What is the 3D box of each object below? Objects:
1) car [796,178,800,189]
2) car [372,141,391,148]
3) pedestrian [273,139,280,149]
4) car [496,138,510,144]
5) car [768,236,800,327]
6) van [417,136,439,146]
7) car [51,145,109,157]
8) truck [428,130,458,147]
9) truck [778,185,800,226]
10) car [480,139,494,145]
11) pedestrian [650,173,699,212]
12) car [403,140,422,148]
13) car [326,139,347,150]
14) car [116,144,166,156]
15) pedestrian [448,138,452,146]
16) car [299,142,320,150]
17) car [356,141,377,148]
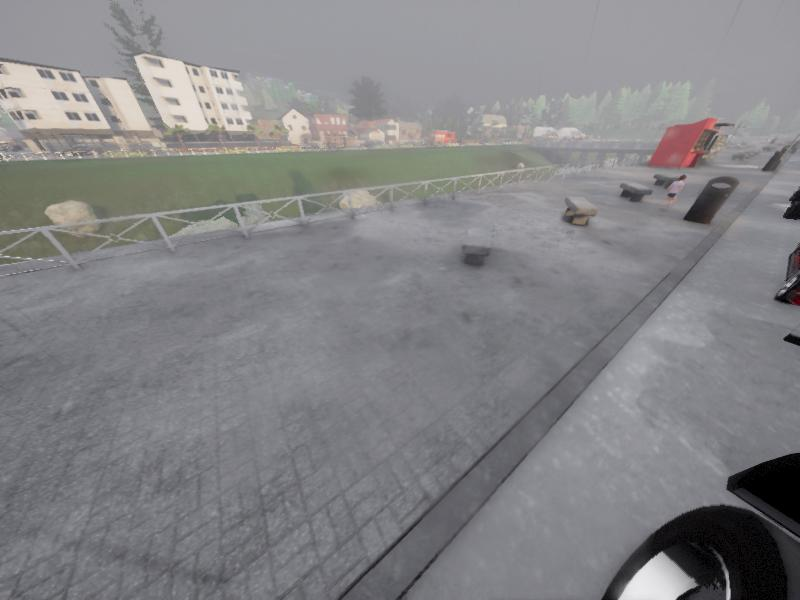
[{"bbox_3d":[22.990,-6.677,11.864,4.902,1.511,2.128,-22,40,-27],"label":"car"},{"bbox_3d":[-4.540,-38.836,57.708,4.193,1.474,1.816,-22,41,-28],"label":"car"},{"bbox_3d":[-28.270,-35.642,52.836,0.751,1.860,0.751,-23,41,-29],"label":"pedestrian"},{"bbox_3d":[38.371,-58.972,85.741,4.856,1.649,2.033,-22,41,-28],"label":"car"},{"bbox_3d":[7.856,-0.525,3.397,4.181,1.385,1.994,-22,40,-28],"label":"car"},{"bbox_3d":[8.363,-47.221,68.658,6.366,2.431,2.351,-22,41,-28],"label":"van"},{"bbox_3d":[-49.783,-23.351,36.140,4.892,1.490,1.837,-21,40,-27],"label":"car"},{"bbox_3d":[12.423,-46.619,66.558,8.468,3.827,2.891,-22,41,-28],"label":"truck"},{"bbox_3d":[15.117,-3.750,7.267,6.274,2.098,2.390,-22,41,-27],"label":"truck"},{"bbox_3d":[28.693,-52.225,76.362,3.988,1.617,1.851,-22,41,-28],"label":"car"},{"bbox_3d":[9.278,-3.658,7.834,0.500,1.100,0.500,-14,38,-19],"label":"pedestrian"},{"bbox_3d":[3.431,-42.040,62.187,4.792,1.488,2.163,-22,41,-28],"label":"car"},{"bbox_3d":[-14.353,-35.050,52.077,3.866,1.878,1.905,-22,41,-28],"label":"car"},{"bbox_3d":[-44.084,-25.687,39.489,5.357,1.411,2.033,-22,41,-27],"label":"car"},{"bbox_3d":[13.515,-42.695,62.475,0.751,1.860,0.751,-12,37,-15],"label":"pedestrian"},{"bbox_3d":[-20.600,-35.137,52.684,3.806,1.475,1.970,-22,41,-28],"label":"car"},{"bbox_3d":[-8.613,-40.006,59.386,4.892,1.490,1.837,-22,41,-28],"label":"car"}]
